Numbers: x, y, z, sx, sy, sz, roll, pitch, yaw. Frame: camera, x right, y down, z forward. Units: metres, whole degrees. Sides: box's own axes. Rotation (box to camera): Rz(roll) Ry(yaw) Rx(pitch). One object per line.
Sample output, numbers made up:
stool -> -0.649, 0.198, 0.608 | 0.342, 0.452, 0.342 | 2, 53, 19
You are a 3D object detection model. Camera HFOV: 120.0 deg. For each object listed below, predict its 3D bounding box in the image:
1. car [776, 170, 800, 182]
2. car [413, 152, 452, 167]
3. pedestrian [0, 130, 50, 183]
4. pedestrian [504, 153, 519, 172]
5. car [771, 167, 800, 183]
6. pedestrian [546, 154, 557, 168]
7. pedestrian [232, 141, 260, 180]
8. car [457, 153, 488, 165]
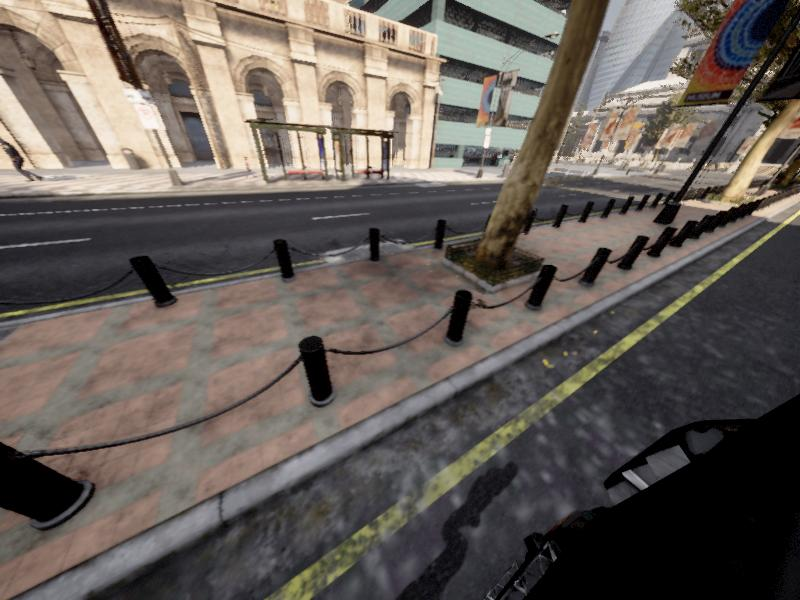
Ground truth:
car -> 64.620, -19.554, 36.738 | 2.163, 1.488, 4.792 | -16, 38, -26
car -> 4.372, -19.052, 31.302 | 4.786, 1.482, 2.161 | -16, 38, -26
pedestrian -> -16.225, -6.008, 9.727 | 0.751, 1.860, 0.751 | -19, 40, -30
pedestrian -> 12.681, -15.654, 26.343 | 0.751, 1.860, 0.751 | -13, 37, -22
car -> 61.453, -19.000, 35.311 | 1.932, 1.855, 4.605 | -16, 38, -26
pedestrian -> 25.066, -22.989, 38.260 | 0.751, 1.860, 0.751 | 29, 42, 34
pedestrian -> -8.713, -7.897, 13.119 | 0.751, 1.860, 0.751 | -20, 40, -30
car -> 12.326, -24.016, 39.264 | 4.902, 1.511, 2.128 | -16, 38, -26
